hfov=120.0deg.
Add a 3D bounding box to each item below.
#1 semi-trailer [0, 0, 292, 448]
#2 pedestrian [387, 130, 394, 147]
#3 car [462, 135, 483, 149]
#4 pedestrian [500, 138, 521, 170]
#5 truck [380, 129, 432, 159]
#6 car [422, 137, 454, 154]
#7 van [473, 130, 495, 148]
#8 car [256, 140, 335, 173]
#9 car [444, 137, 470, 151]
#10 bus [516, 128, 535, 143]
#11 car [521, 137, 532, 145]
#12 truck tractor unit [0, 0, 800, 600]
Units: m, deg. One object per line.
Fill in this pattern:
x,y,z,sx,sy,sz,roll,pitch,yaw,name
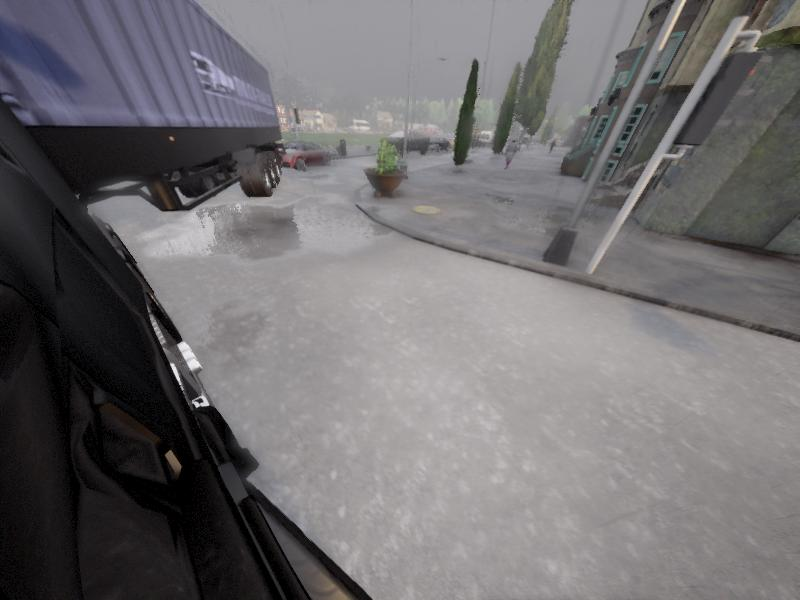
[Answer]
-5.580,-4.665,5.886,2.717,4.402,14.254,-7,38,-12,semi-trailer
-1.335,-23.166,33.127,0.751,1.860,0.751,22,40,23,pedestrian
12.432,-27.025,39.441,1.932,1.855,4.605,21,40,23,car
8.008,-10.563,16.736,0.751,1.860,0.751,20,40,21,pedestrian
0.736,-15.697,23.172,2.390,2.098,6.274,21,40,23,truck
4.862,-19.498,29.076,2.128,1.511,4.902,21,40,23,car
16.272,-31.029,44.552,1.988,2.561,5.915,21,40,23,van
-6.119,-8.894,14.155,1.994,1.385,4.181,15,37,14,car
8.419,-22.994,33.978,1.801,1.575,5.366,21,40,23,car
46.449,-60.987,85.590,3.944,4.253,10.273,21,40,23,bus
35.957,-45.297,65.705,1.905,1.878,3.866,21,40,23,car
-2.645,-0.295,0.351,6.516,4.208,3.053,28,44,30,truck tractor unit
